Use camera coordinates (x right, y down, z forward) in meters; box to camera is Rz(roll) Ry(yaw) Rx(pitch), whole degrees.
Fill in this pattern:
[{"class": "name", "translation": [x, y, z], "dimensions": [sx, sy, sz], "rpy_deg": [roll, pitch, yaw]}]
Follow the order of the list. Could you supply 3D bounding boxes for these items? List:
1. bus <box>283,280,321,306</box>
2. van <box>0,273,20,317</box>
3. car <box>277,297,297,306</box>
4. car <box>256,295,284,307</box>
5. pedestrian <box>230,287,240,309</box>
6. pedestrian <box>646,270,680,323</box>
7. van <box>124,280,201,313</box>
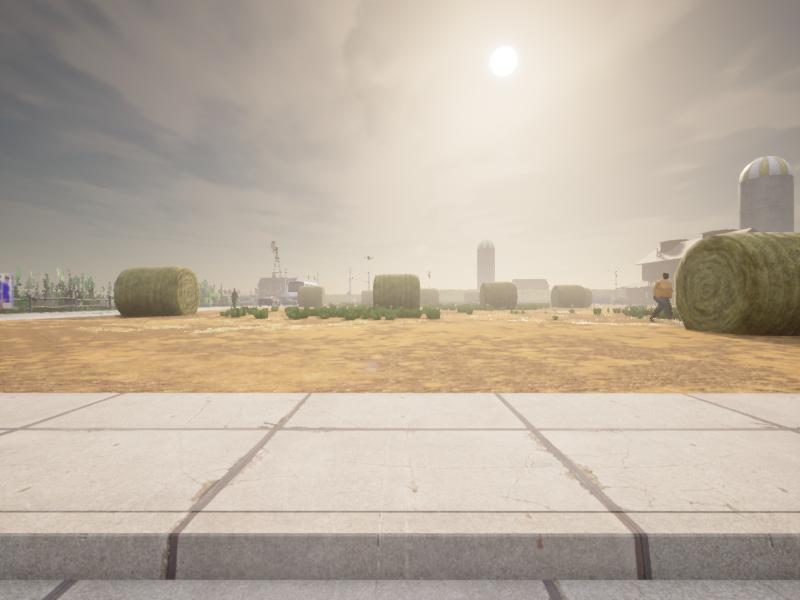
[{"class": "bus", "translation": [-17.491, -1.186, 72.674], "dimensions": [3.944, 4.253, 10.273], "rpy_deg": [0, 0, 3]}, {"class": "van", "translation": [-23.402, -0.275, 20.094], "dimensions": [2.351, 2.431, 6.366], "rpy_deg": [0, 0, 3]}, {"class": "car", "translation": [-17.830, 0.206, 63.155], "dimensions": [1.816, 1.474, 4.193], "rpy_deg": [0, 0, 3]}, {"class": "car", "translation": [-18.168, 0.123, 56.124], "dimensions": [1.930, 1.638, 5.238], "rpy_deg": [0, 0, 3]}, {"class": "pedestrian", "translation": [-14.308, -0.161, 34.607], "dimensions": [0.751, 1.860, 0.751], "rpy_deg": [0, 0, -19]}, {"class": "pedestrian", "translation": [9.556, -0.137, 14.553], "dimensions": [0.751, 1.860, 0.751], "rpy_deg": [0, 0, -19]}, {"class": "van", "translation": [-19.291, -0.271, 33.022], "dimensions": [2.351, 2.431, 6.366], "rpy_deg": [0, 0, 3]}]
